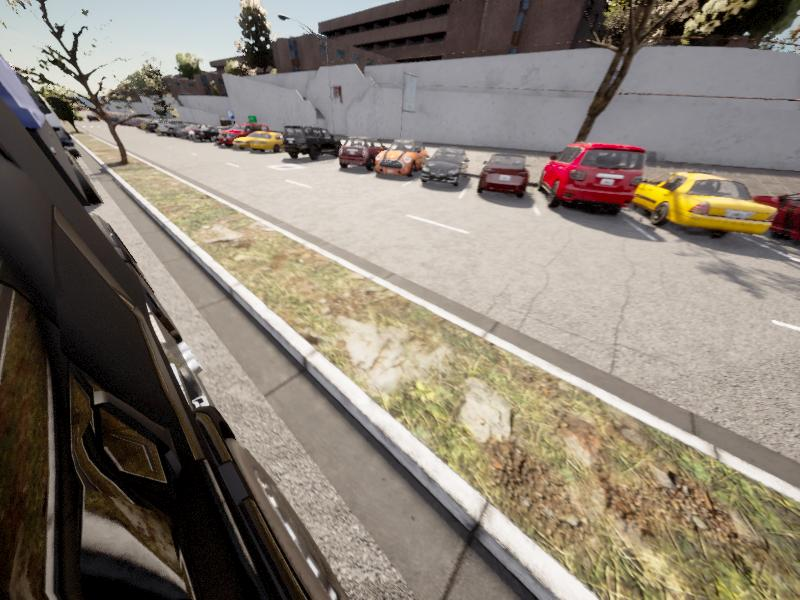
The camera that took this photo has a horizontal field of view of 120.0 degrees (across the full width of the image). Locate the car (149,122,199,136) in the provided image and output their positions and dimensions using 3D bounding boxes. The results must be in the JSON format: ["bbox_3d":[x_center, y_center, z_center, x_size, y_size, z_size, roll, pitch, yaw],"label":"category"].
[{"bbox_3d":[-36.548,-27.761,37.561,1.946,1.575,5.366,15,38,14],"label":"car"}]

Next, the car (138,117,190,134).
[{"bbox_3d":[-41.073,-30.509,40.511,2.435,2.045,5.566,15,38,14],"label":"car"}]

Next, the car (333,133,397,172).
[{"bbox_3d":[-2.039,-9.703,15.085,2.185,1.767,4.553,14,37,15],"label":"car"}]

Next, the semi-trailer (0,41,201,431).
[{"bbox_3d":[-8.697,-3.604,4.230,14.254,4.402,2.717,28,44,30],"label":"semi-trailer"}]

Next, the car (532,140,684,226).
[{"bbox_3d":[7.172,-4.933,9.082,2.435,2.045,5.566,14,37,15],"label":"car"}]

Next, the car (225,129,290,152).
[{"bbox_3d":[-13.572,-15.606,22.535,1.946,1.575,5.366,14,37,15],"label":"car"}]

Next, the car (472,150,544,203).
[{"bbox_3d":[4.861,-5.936,10.741,2.163,1.488,4.792,14,37,15],"label":"car"}]

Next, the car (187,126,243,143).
[{"bbox_3d":[-22.705,-20.540,28.700,2.097,1.535,5.008,14,37,15],"label":"car"}]

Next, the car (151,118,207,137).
[{"bbox_3d":[-34.170,-26.848,36.085,2.435,2.045,5.566,14,37,15],"label":"car"}]

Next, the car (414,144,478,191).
[{"bbox_3d":[2.568,-7.170,12.198,2.231,1.521,4.892,14,37,14],"label":"car"}]

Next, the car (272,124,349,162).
[{"bbox_3d":[-6.609,-12.279,18.054,2.435,2.045,5.566,14,37,15],"label":"car"}]

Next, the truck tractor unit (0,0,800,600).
[{"bbox_3d":[-2.645,-0.295,0.351,6.516,4.208,3.053,28,44,30],"label":"truck tractor unit"}]

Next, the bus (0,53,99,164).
[{"bbox_3d":[-22.897,-11.171,13.689,10.273,4.253,3.944,28,43,30],"label":"bus"}]

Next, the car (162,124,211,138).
[{"bbox_3d":[-31.888,-25.399,34.756,2.163,1.488,4.792,14,37,15],"label":"car"}]

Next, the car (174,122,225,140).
[{"bbox_3d":[-27.276,-23.086,31.663,2.185,1.767,4.553,14,37,14],"label":"car"}]

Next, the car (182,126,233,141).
[{"bbox_3d":[-24.997,-21.723,30.235,2.002,1.452,4.674,14,37,14],"label":"car"}]

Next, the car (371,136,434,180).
[{"bbox_3d":[0.286,-8.512,13.638,2.185,1.767,4.553,14,37,14],"label":"car"}]

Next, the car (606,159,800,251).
[{"bbox_3d":[9.510,-3.588,7.854,1.946,1.575,5.366,14,37,15],"label":"car"}]

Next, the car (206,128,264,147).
[{"bbox_3d":[-18.113,-18.085,25.685,2.163,1.488,4.792,14,37,15],"label":"car"}]

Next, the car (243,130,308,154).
[{"bbox_3d":[-11.156,-14.594,21.322,1.946,1.575,5.366,14,37,15],"label":"car"}]

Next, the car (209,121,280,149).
[{"bbox_3d":[-15.801,-17.102,24.016,2.435,2.045,5.566,14,37,14],"label":"car"}]

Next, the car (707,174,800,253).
[{"bbox_3d":[11.735,-2.218,6.235,2.002,1.452,4.674,14,37,15],"label":"car"}]

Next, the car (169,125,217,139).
[{"bbox_3d":[-29.588,-24.148,33.240,2.002,1.452,4.674,14,37,14],"label":"car"}]
